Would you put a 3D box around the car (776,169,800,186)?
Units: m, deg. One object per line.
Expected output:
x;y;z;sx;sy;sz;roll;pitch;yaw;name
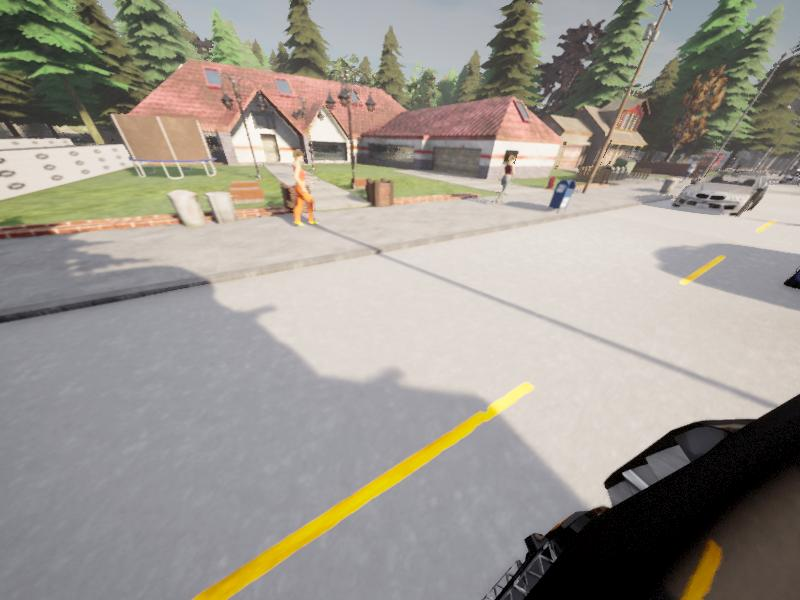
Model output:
43.316;-13.276;25.020;3.806;1.475;1.970;-16;38;-26;car

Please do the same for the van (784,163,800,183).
51.549;-16.089;28.868;6.366;2.431;2.351;-16;38;-26;van

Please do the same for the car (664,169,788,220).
15.582;-5.211;11.091;4.611;1.667;2.242;-16;38;-26;car

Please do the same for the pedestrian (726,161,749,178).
43.941;-17.045;30.092;0.751;1.860;0.751;-17;38;-26;pedestrian

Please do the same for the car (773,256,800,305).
9.736;-0.862;4.370;5.008;1.535;1.882;-16;38;-26;car

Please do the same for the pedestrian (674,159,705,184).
25.832;-11.462;20.639;0.751;1.860;0.751;-13;37;-21;pedestrian

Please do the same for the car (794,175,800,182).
59.430;-17.820;33.216;4.514;1.525;2.007;-16;38;-26;car

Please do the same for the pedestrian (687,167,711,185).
26.706;-11.097;20.653;0.751;1.300;0.751;-26;43;-36;pedestrian

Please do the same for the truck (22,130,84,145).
-70.230;-32.982;46.958;6.274;2.098;2.390;-16;38;-26;truck

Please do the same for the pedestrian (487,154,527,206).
4.460;-5.040;9.730;0.751;1.860;0.751;-17;38;-26;pedestrian

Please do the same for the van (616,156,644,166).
61.028;-37.018;61.353;2.069;2.038;4.480;-16;38;-26;van

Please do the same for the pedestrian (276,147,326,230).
-2.603;-2.957;6.182;0.751;1.860;0.751;-18;39;-28;pedestrian
